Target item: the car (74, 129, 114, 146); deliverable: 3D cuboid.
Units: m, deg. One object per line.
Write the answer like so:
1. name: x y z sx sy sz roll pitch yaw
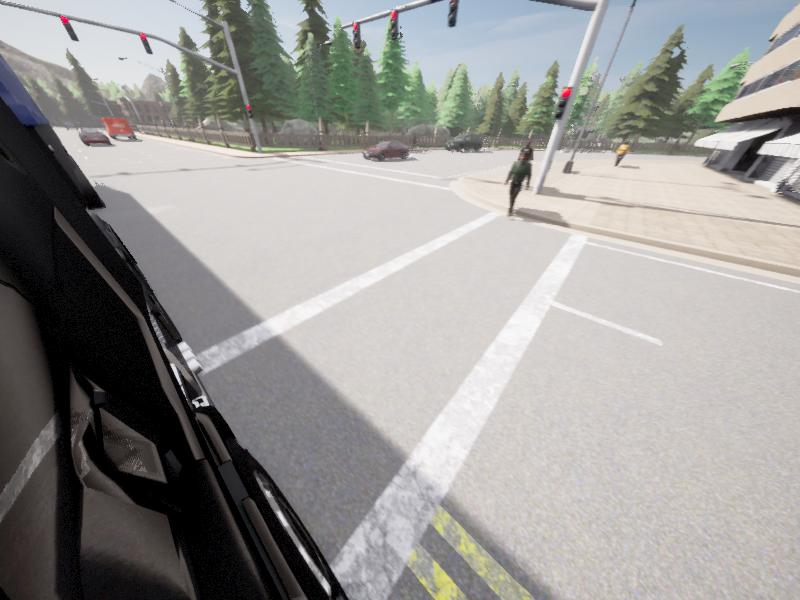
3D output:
1. car: -33.579 -17.860 25.318 4.181 1.385 1.994 27 43 30

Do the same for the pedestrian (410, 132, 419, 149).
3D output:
1. pedestrian: 1.935 -21.201 30.704 0.751 1.860 0.751 -24 43 -31

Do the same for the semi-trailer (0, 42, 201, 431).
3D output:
1. semi-trailer: -8.715 -3.534 4.296 14.254 4.402 2.717 27 43 30

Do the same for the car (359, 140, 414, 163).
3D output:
1. car: -1.055 -12.901 19.903 1.812 1.442 4.674 29 44 32

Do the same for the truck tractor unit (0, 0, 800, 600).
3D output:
1. truck tractor unit: -2.645 -0.295 0.351 6.516 4.208 3.053 28 44 30

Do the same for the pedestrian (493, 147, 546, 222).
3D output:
1. pedestrian: 3.541 -3.457 6.944 0.751 1.860 0.751 26 42 29

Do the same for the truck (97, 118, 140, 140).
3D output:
1. truck: -40.829 -24.778 33.482 5.204 2.467 2.627 27 43 30

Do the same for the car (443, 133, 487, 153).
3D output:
1. car: 8.690 -21.036 30.936 5.566 2.045 2.150 -19 41 -26

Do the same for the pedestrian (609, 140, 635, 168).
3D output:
1. pedestrian: 17.775 -11.706 18.508 0.751 1.860 0.751 26 43 29

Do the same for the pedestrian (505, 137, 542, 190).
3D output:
1. pedestrian: 5.305 -5.897 9.998 0.751 1.860 0.751 26 43 29
